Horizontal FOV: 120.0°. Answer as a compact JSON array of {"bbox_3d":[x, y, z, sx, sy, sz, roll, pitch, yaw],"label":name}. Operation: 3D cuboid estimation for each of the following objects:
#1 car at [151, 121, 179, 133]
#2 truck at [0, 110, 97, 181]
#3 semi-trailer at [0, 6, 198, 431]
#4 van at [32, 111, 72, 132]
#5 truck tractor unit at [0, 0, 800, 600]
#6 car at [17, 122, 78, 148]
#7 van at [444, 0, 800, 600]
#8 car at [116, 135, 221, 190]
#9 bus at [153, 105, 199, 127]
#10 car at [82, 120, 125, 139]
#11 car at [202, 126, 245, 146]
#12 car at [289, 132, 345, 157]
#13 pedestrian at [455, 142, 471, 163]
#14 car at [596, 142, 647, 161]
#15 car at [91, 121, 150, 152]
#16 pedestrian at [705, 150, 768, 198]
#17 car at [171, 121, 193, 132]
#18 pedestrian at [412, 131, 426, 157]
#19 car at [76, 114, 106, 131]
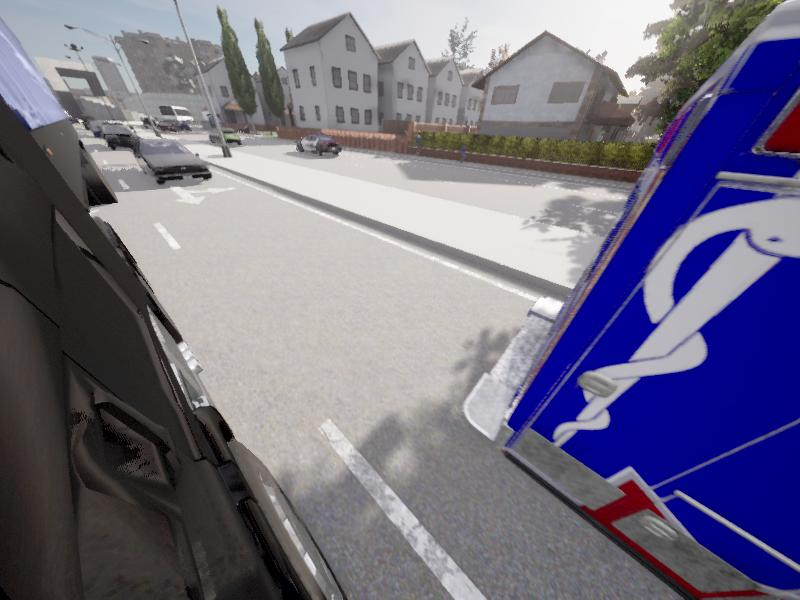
[{"bbox_3d":[-38.822,-28.586,38.202,5.357,1.411,2.033,29,44,31],"label":"car"},{"bbox_3d":[-16.283,-7.078,10.300,6.274,2.098,2.390,29,44,31],"label":"truck"},{"bbox_3d":[-8.527,-3.720,4.386,14.254,4.402,2.717,30,44,31],"label":"semi-trailer"},{"bbox_3d":[-45.531,-23.433,30.283,4.480,2.038,2.069,29,44,31],"label":"van"},{"bbox_3d":[-2.645,-0.295,0.351,6.516,4.208,3.053,28,44,30],"label":"truck tractor unit"},{"bbox_3d":[-26.688,-12.607,17.617,4.181,1.385,1.994,29,44,31],"label":"car"},{"bbox_3d":[3.593,1.131,0.382,6.366,2.431,2.351,30,44,31],"label":"van"},{"bbox_3d":[-10.204,-6.178,10.104,5.357,1.411,2.033,29,44,31],"label":"car"},{"bbox_3d":[-57.476,-47.446,59.840,3.944,4.253,10.273,-9,38,-13],"label":"bus"},{"bbox_3d":[-32.456,-18.677,25.269,4.792,1.488,2.163,29,44,31],"label":"car"},{"bbox_3d":[-18.519,-17.256,24.286,4.514,1.525,2.007,29,44,31],"label":"car"},{"bbox_3d":[-7.362,-13.794,20.400,4.974,1.542,2.038,29,44,31],"label":"car"},{"bbox_3d":[5.032,-11.793,18.472,0.751,1.300,0.751,30,44,31],"label":"pedestrian"},{"bbox_3d":[25.108,-16.901,26.287,3.806,1.475,1.970,30,44,31],"label":"car"},{"bbox_3d":[-21.562,-12.634,17.778,5.238,1.638,1.930,29,44,31],"label":"car"},{"bbox_3d":[15.573,-5.857,10.777,0.751,1.860,0.751,31,45,32],"label":"pedestrian"},{"bbox_3d":[-40.819,-32.537,43.252,3.633,1.501,1.845,29,44,31],"label":"car"},{"bbox_3d":[1.690,-13.898,20.598,0.751,1.860,0.751,27,43,29],"label":"pedestrian"},{"bbox_3d":[-45.814,-26.318,34.260,3.866,1.878,1.905,29,44,31],"label":"car"}]
